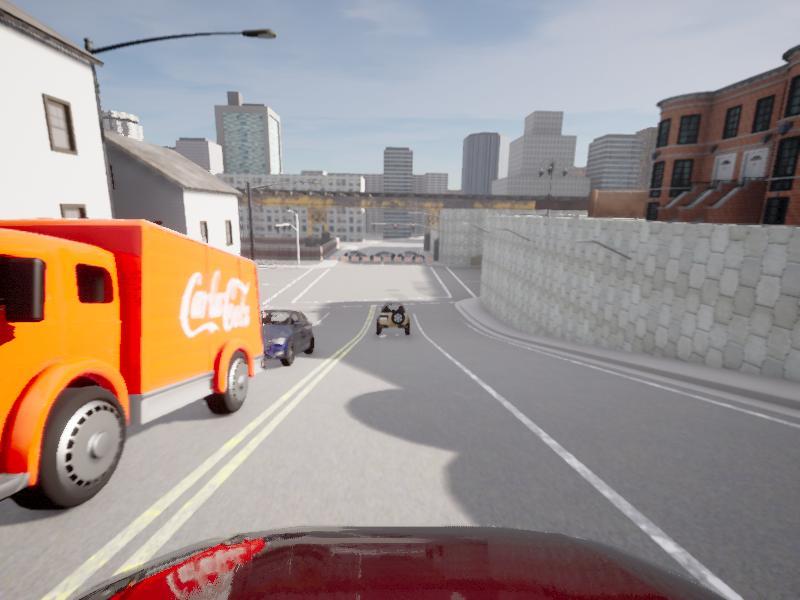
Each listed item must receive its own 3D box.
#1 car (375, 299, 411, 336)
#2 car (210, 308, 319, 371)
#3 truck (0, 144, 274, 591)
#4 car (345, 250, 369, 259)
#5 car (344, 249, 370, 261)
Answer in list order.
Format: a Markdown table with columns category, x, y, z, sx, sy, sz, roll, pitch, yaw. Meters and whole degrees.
| category | x | y | z | sx | sy | sz | roll | pitch | yaw |
| --- | --- | --- | --- | --- | --- | --- | --- | --- | --- |
| car | -0.411 | 0.961 | 24.227 | 1.932 | 1.855 | 4.605 | 1 | 2 | -1 |
| car | -3.676 | 0.996 | 11.685 | 1.816 | 1.474 | 4.193 | 0 | -1 | -1 |
| truck | -3.574 | 0.426 | 4.694 | 2.627 | 2.467 | 5.204 | 0 | -1 | -1 |
| car | -7.882 | -8.336 | 72.602 | 4.536 | 1.218 | 1.853 | 12 | 17 | 42 |
| car | -7.847 | -8.174 | 72.601 | 4.974 | 1.542 | 2.038 | 12 | 17 | 42 |
